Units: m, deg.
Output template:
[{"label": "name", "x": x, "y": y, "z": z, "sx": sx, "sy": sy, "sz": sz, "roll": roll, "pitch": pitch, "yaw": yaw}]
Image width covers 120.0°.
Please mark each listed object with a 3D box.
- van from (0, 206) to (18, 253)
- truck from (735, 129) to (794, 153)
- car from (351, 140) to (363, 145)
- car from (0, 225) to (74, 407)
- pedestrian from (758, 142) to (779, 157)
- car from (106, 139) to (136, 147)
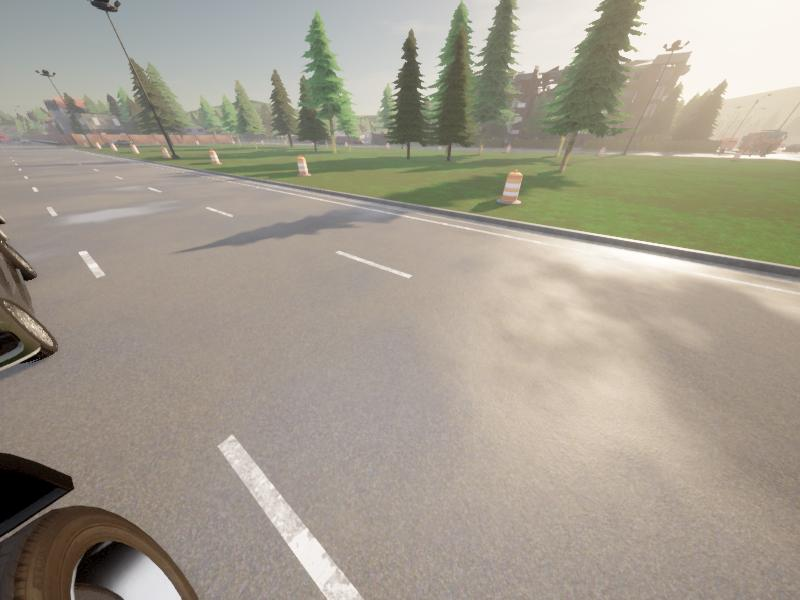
[{"label": "van", "x": -11.579, "y": -2.365, "z": 5.469, "sx": 4.442, "sy": 1.987, "sz": 1.775, "roll": 22, "pitch": 41, "yaw": 28}, {"label": "truck", "x": 75.040, "y": -32.973, "z": 47.945, "sx": 2.891, "sy": 3.827, "sz": 8.468, "roll": 22, "pitch": 40, "yaw": 28}, {"label": "car", "x": -14.796, "y": -54.157, "z": 79.358, "sx": 3.705, "sy": 1.549, "sz": 1.789, "roll": 22, "pitch": 41, "yaw": 28}, {"label": "car", "x": -6.489, "y": -0.146, "z": 2.682, "sx": 5.027, "sy": 1.651, "sz": 2.152, "roll": 22, "pitch": 41, "yaw": 28}, {"label": "pedestrian", "x": 56.852, "y": -23.244, "z": 35.662, "sx": 0.751, "sy": 1.860, "sz": 0.751, "roll": 20, "pitch": 40, "yaw": 26}, {"label": "car", "x": -74.199, "y": -41.774, "z": 61.458, "sx": 2.007, "sy": 1.525, "sz": 4.514, "roll": 12, "pitch": 37, "yaw": 17}]
